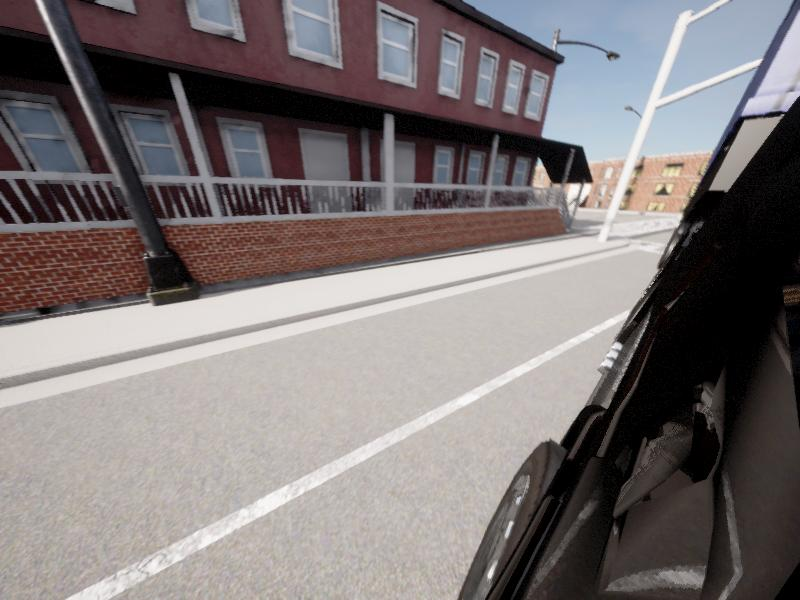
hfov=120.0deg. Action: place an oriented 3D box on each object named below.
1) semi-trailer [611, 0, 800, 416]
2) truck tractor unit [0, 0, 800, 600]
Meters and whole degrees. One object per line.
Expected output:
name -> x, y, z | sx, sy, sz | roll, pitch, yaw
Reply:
semi-trailer -> 8.725, -2.496, 5.281 | 14.254, 4.402, 2.717 | -15, 29, -39
truck tractor unit -> 2.645, -0.295, 0.351 | 6.516, 4.208, 3.053 | -28, 44, -30
